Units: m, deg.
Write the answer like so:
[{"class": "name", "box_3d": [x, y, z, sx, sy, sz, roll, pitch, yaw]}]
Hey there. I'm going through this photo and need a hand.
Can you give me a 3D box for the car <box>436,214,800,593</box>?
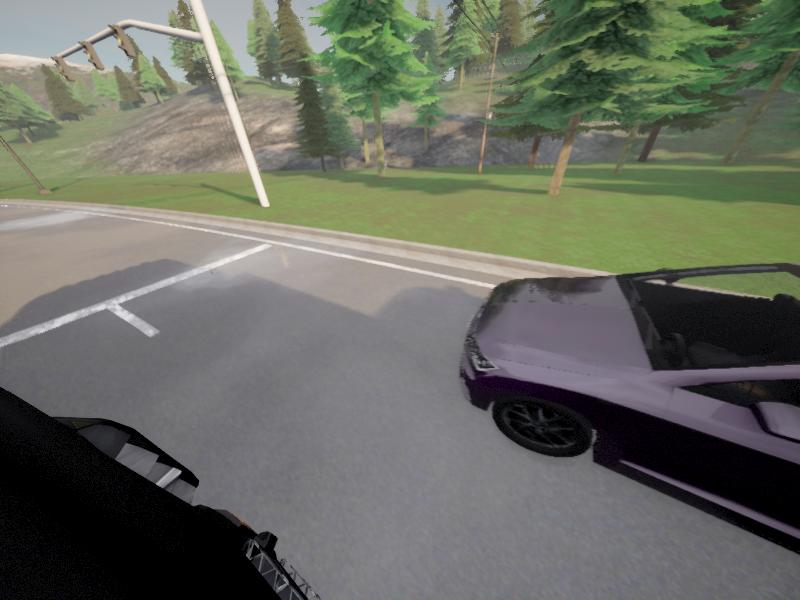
[{"class": "car", "box_3d": [2.594, 0.563, 1.578, 4.193, 1.474, 1.816, 16, 38, 26]}]
